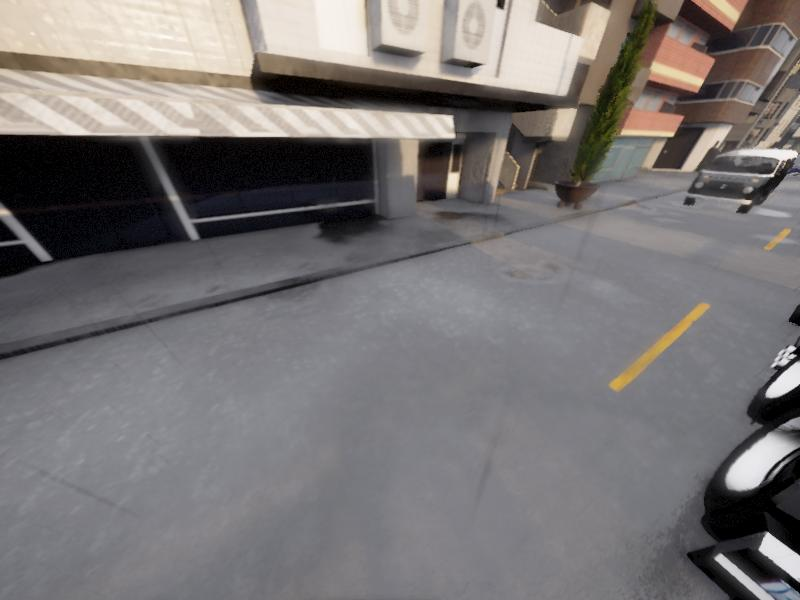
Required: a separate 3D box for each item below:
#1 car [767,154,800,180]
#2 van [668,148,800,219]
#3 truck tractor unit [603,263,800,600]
[{"bbox_3d":[31.297,-10.344,17.861,4.792,1.488,2.163,-18,39,-24],"label":"car"},{"bbox_3d":[13.766,-4.865,9.338,4.480,2.038,2.069,-18,39,-24],"label":"van"},{"bbox_3d":[5.108,-0.303,0.792,6.516,4.208,3.053,-18,39,-24],"label":"truck tractor unit"}]
